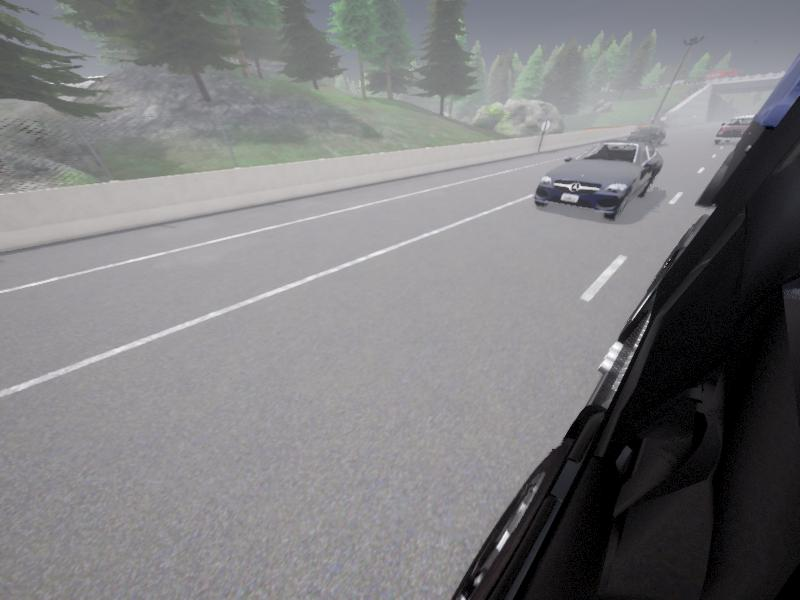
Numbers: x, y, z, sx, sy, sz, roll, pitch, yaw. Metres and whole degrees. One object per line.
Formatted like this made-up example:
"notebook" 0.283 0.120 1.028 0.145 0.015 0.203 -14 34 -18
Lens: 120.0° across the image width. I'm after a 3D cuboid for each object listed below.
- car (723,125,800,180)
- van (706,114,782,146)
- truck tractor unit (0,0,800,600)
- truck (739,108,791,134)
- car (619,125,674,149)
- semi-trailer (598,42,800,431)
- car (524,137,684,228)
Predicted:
"car" 16.932 -6.791 10.434 4.856 1.649 2.033 -28 44 -30
"van" 29.554 -14.654 19.909 4.480 2.038 2.069 -18 40 -20
"truck tractor unit" 2.645 -0.295 0.351 6.516 4.208 3.053 -28 44 -30
"truck" 47.233 -23.209 30.021 5.204 2.467 2.627 -28 44 -30
"car" 22.473 -14.893 21.064 4.892 1.490 1.837 -24 42 -26
"semi-trailer" 8.704 -3.579 4.253 14.254 4.402 2.717 -28 44 -30
"car" 6.433 -3.971 7.239 5.027 1.651 2.152 -28 44 -30
